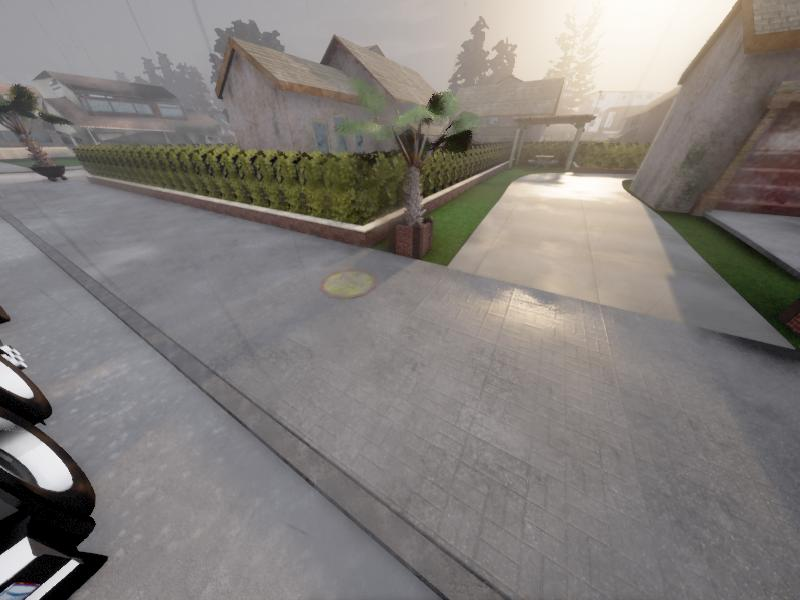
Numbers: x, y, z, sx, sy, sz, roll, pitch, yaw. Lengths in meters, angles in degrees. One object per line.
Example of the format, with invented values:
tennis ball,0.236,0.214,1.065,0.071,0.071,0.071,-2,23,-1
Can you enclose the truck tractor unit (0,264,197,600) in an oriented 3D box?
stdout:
truck tractor unit,-5.111,-0.301,0.780,6.516,4.208,3.053,18,39,24
